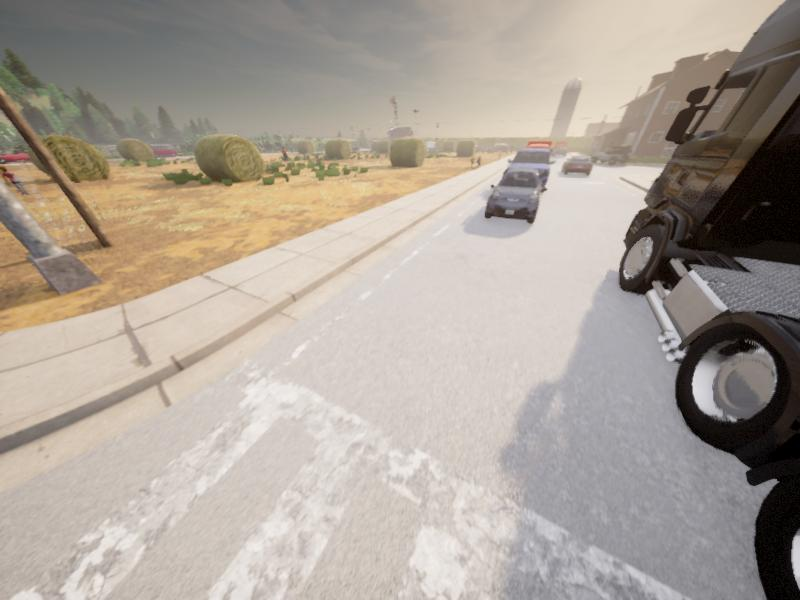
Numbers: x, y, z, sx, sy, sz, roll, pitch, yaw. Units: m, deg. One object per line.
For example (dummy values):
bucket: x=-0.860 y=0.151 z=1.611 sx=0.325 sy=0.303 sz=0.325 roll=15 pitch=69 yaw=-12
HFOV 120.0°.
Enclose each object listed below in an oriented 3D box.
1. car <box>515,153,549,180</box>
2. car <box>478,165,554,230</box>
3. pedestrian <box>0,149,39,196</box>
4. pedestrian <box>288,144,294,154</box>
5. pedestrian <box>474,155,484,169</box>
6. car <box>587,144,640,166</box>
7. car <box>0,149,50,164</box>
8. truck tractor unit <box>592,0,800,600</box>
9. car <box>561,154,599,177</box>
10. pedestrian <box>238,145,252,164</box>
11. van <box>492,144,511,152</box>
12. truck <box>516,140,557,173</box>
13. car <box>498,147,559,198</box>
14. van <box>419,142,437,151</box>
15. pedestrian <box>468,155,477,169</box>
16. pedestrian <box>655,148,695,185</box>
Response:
car: x=10.555 y=-10.710 z=18.429 sx=1.789 sy=1.549 sz=3.705 roll=16 pitch=37 yaw=22
car: x=4.366 y=-4.002 z=8.604 sx=1.845 sy=1.501 sz=3.633 roll=16 pitch=37 yaw=23
pedestrian: x=-18.819 y=-6.103 z=11.081 sx=0.751 sy=1.860 sz=0.751 roll=29 pitch=44 yaw=35
pedestrian: x=-23.428 y=-32.439 z=49.658 sx=0.751 sy=1.860 sz=0.751 roll=-16 pitch=37 yaw=-22
pedestrian: x=7.591 y=-13.270 z=22.269 sx=0.500 sy=1.100 sz=0.500 roll=-23 pitch=41 yaw=-30
car: x=24.708 y=-16.951 z=27.011 sx=1.905 sy=1.878 sz=3.866 roll=-13 pitch=34 yaw=-9
car: x=-50.410 y=-18.877 z=30.363 sx=2.007 sy=1.525 sz=4.514 roll=19 pitch=39 yaw=25
truck tractor unit: x=4.374 y=-0.709 z=1.388 sx=3.053 sy=4.208 sz=6.516 roll=17 pitch=38 yaw=23
car: x=15.805 y=-12.046 z=20.551 sx=1.994 sy=1.385 sz=4.181 roll=16 pitch=38 yaw=22
pedestrian: x=-18.293 y=-17.131 z=27.226 sx=0.751 sy=1.860 sz=0.751 roll=-14 pitch=37 yaw=-19
van: x=30.437 y=-45.669 z=69.313 sx=4.480 sy=2.038 sz=2.069 roll=17 pitch=38 yaw=23
truck: x=13.558 y=-14.344 z=22.943 sx=2.627 sy=2.467 sz=5.204 roll=16 pitch=38 yaw=23
car: x=7.502 y=-7.597 z=13.426 sx=2.150 sy=2.045 sz=5.566 roll=16 pitch=38 yaw=23
van: x=9.713 y=-54.447 z=81.685 sx=5.915 sy=2.561 sz=1.988 roll=17 pitch=38 yaw=23
pedestrian: x=7.070 y=-13.458 z=22.544 sx=0.500 sy=1.100 sz=0.500 roll=14 pitch=37 yaw=20
pedestrian: x=16.639 y=-8.092 z=14.011 sx=0.751 sy=1.860 sz=0.751 roll=-26 pitch=42 yaw=-33
